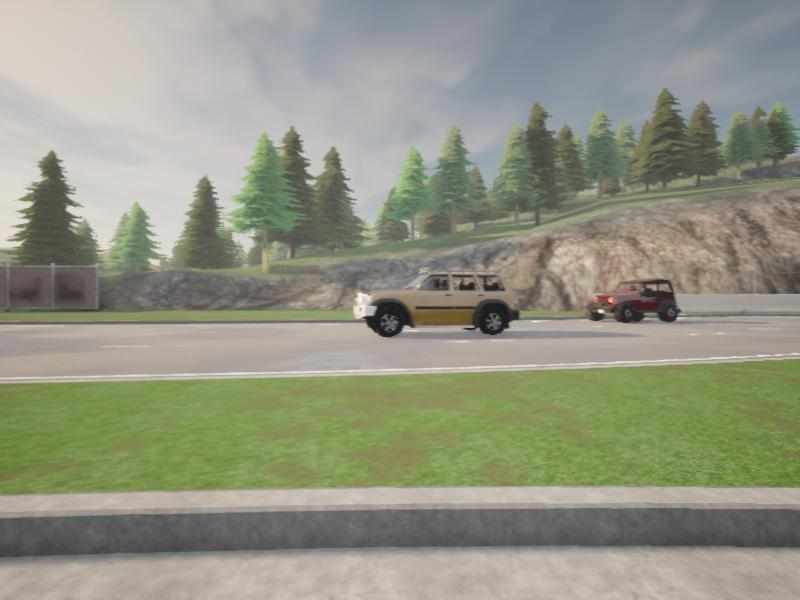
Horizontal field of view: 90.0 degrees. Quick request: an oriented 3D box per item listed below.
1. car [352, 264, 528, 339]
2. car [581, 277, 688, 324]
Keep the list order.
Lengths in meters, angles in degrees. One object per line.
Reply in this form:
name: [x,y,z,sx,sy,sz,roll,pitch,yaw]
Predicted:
car: [1.040,0.039,11.365,4.605,1.855,1.932,0,0,-12]
car: [10.136,0.024,17.374,3.866,1.878,1.905,0,0,-17]
